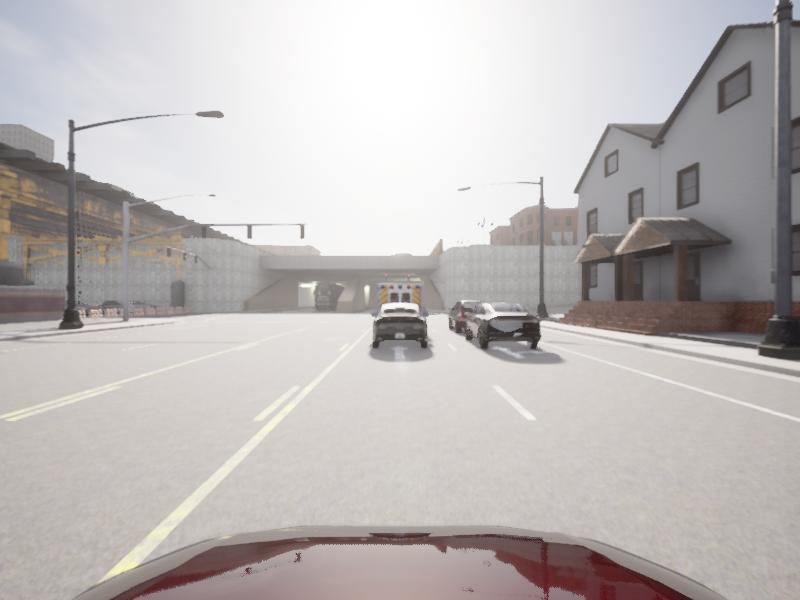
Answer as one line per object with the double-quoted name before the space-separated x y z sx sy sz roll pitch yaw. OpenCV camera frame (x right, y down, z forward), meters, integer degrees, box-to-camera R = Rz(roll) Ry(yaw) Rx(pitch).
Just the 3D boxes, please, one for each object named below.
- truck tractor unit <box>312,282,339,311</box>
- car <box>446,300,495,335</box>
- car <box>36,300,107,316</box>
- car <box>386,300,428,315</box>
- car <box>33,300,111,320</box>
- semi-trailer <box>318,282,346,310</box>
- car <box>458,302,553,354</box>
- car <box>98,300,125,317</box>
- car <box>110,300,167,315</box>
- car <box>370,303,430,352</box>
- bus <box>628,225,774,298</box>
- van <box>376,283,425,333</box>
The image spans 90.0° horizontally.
"truck tractor unit" -11.307 -0.497 61.474 3.053 4.208 6.516 0 0 -1
"car" 3.505 0.796 20.561 1.851 1.617 3.988 0 0 0
"car" -28.206 0.652 34.448 1.853 1.218 4.536 0 0 44
"car" 0.715 0.797 45.694 2.152 1.651 5.027 -1 0 -38
"car" -28.170 0.809 34.486 2.038 1.542 4.974 0 0 44
"semi-trailer" -11.532 -0.590 69.382 2.717 4.402 14.254 0 0 -2
"car" 3.494 0.842 14.366 2.128 1.511 4.902 0 0 0
"car" -28.181 0.811 39.094 2.038 1.542 4.974 0 0 -36
"car" -28.971 0.813 44.460 2.038 1.542 4.974 0 0 29
"car" 0.000 0.850 14.693 1.837 1.490 4.892 0 0 0
"bus" 28.309 -3.531 38.135 10.273 4.253 3.944 -14 0 0
"van" 0.007 0.387 22.396 2.351 2.431 6.366 0 0 0
